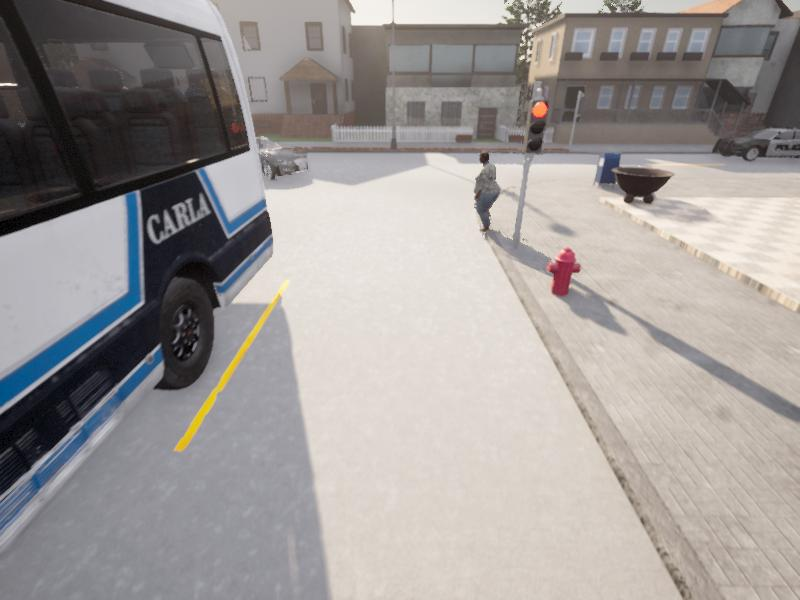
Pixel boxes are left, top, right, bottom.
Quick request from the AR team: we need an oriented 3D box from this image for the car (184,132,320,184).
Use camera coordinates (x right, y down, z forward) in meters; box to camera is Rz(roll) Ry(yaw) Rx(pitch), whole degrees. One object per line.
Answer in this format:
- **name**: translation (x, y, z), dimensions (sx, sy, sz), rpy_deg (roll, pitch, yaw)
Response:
- **car**: translation (-6.037, -5.916, 16.445), dimensions (4.902, 1.511, 2.128), rpy_deg (12, 29, 22)

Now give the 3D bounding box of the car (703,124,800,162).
- **car**: translation (19.305, -8.201, 20.816), dimensions (5.238, 1.638, 1.930), rpy_deg (0, 27, 0)

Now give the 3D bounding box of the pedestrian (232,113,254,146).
- **pedestrian**: translation (-9.886, -10.755, 25.180), dimensions (0.751, 1.860, 0.751), rpy_deg (2, 27, 4)

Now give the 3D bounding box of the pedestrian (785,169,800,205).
- **pedestrian**: translation (11.652, -3.597, 11.047), dimensions (0.751, 1.860, 0.751), rpy_deg (-18, 32, -31)

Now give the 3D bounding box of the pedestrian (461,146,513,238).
- **pedestrian**: translation (1.965, -2.477, 9.141), dimensions (0.751, 1.860, 0.751), rpy_deg (18, 32, 31)

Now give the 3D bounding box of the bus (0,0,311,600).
- **bus**: translation (-3.795, 0.010, 1.935), dimensions (3.944, 4.253, 10.273), rpy_deg (1, 27, 2)
